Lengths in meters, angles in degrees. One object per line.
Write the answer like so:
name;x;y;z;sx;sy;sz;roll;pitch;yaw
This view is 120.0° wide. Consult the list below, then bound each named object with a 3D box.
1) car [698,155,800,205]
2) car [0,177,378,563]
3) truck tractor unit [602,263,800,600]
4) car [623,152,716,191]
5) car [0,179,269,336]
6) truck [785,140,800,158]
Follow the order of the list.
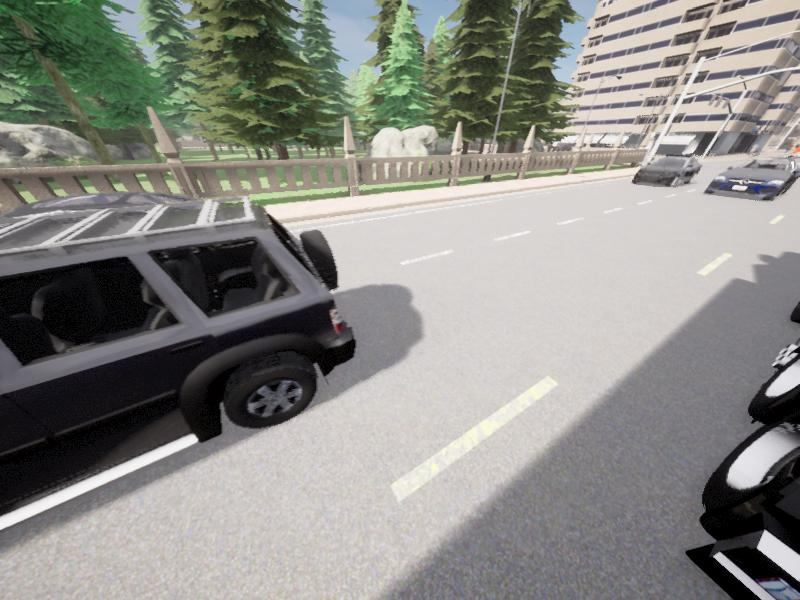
car;17.813;-6.113;11.507;5.027;1.651;2.152;-18;39;-24
car;-2.721;0.345;1.835;4.605;1.855;1.932;-19;39;-25
truck tractor unit;5.106;-0.306;0.779;6.516;4.208;3.053;-18;39;-24
car;16.603;-8.035;14.243;5.238;1.638;1.930;-18;39;-24
car;-5.308;-0.927;3.966;4.902;1.511;2.128;-19;39;-25
truck;67.746;-25.028;38.363;5.204;2.467;2.627;-18;39;-25
